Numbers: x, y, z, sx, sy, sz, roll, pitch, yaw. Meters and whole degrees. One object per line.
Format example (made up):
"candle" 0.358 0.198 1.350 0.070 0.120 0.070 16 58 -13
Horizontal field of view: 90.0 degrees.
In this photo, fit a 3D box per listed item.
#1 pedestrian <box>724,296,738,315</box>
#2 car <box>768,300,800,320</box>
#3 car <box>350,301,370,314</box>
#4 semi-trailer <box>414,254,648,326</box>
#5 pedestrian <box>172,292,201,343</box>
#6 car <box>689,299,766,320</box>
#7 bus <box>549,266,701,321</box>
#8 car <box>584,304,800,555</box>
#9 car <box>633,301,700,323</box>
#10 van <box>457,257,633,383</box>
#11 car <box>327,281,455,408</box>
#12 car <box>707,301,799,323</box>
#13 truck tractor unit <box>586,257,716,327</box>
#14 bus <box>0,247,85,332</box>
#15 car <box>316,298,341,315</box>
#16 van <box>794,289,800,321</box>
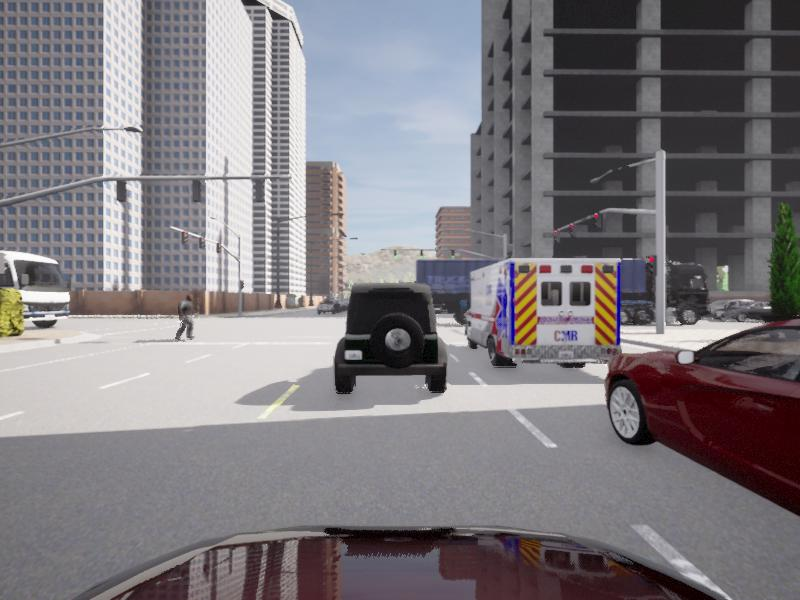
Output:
"pedestrian" 32.498 0.514 39.297 0.751 1.860 0.751 0 0 -2
"car" 34.046 0.826 33.177 5.366 1.575 1.801 0 0 -1
"car" -4.721 0.891 47.600 1.970 1.475 3.806 0 0 0
"semi-trailer" 8.076 -0.596 25.762 14.254 4.402 2.717 0 0 -1
"pedestrian" -8.144 0.650 15.262 0.751 1.860 0.751 0 0 -7
"car" 26.966 0.781 33.064 4.611 1.667 2.242 0 0 -1
"bus" 18.105 -0.510 32.802 10.273 4.253 3.944 0 0 -1
"car" 3.435 0.825 2.845 1.882 1.535 5.008 0 0 -1
"car" 19.537 0.837 29.444 3.705 1.549 1.789 0 0 -1
"van" 3.250 0.386 10.898 2.351 2.431 6.366 0 0 -1
"car" -0.176 0.654 7.906 1.905 1.878 3.866 0 0 -1
"car" 25.964 0.858 29.545 4.902 1.511 2.128 0 0 -1
"truck tractor unit" 15.989 -0.499 25.887 6.516 4.208 3.053 0 0 -1
"bus" -23.965 -0.515 21.868 10.273 4.253 3.944 0 0 -1
"car" -8.184 0.689 46.229 1.932 1.855 4.605 0 0 1
"van" 33.566 0.400 29.671 6.366 2.431 2.351 0 0 -1
